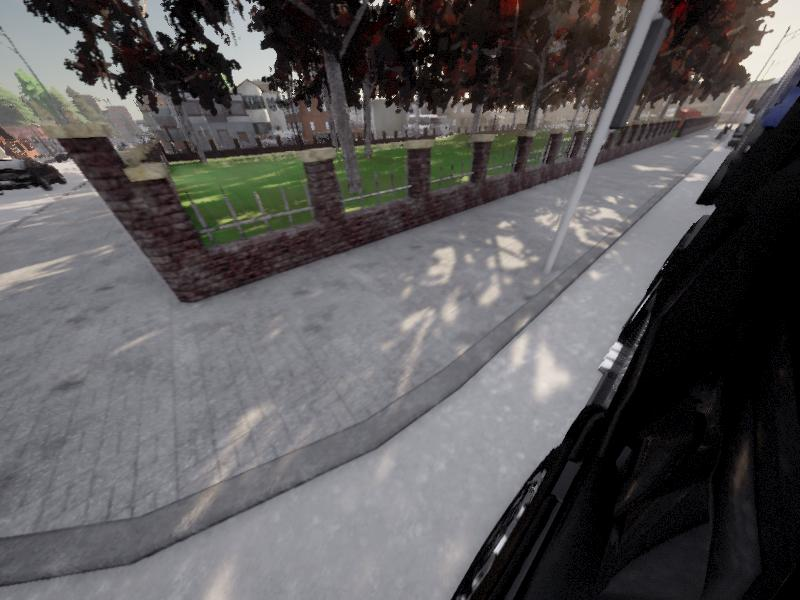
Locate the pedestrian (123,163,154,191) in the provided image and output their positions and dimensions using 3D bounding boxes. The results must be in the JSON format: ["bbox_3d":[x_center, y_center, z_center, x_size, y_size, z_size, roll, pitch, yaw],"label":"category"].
[{"bbox_3d":[-12.543,-5.915,11.107,0.500,1.100,0.500,-28,44,-30],"label":"pedestrian"}]

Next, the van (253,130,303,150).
[{"bbox_3d":[-19.834,-26.235,37.783,6.366,2.431,2.351,-28,44,-30],"label":"van"}]

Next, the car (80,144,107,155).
[{"bbox_3d":[-58.188,-28.652,43.959,2.163,1.488,4.792,-28,44,-30],"label":"car"}]

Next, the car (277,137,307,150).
[{"bbox_3d":[-16.666,-24.307,35.778,3.633,1.501,1.845,-29,44,-31],"label":"car"}]

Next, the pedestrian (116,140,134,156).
[{"bbox_3d":[-39.882,-22.015,33.551,0.751,1.860,0.751,-21,41,-23],"label":"pedestrian"}]

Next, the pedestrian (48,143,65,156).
[{"bbox_3d":[-59.104,-25.861,39.749,0.751,1.860,0.751,20,42,27],"label":"pedestrian"}]

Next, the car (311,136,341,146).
[{"bbox_3d":[-13.333,-28.942,41.981,4.718,1.301,1.895,-26,43,-28],"label":"car"}]

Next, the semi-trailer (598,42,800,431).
[{"bbox_3d":[8.697,-3.592,4.248,14.254,4.402,2.717,-28,44,-30],"label":"semi-trailer"}]

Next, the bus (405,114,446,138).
[{"bbox_3d":[5.788,-41.870,55.572,3.944,4.253,10.273,-18,42,-26],"label":"bus"}]

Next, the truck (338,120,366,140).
[{"bbox_3d":[-12.596,-44.182,60.200,2.891,3.827,8.468,-28,44,-30],"label":"truck"}]

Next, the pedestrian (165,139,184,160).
[{"bbox_3d":[-24.445,-16.311,25.039,0.751,1.860,0.751,-28,44,-30],"label":"pedestrian"}]

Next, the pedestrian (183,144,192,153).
[{"bbox_3d":[-32.065,-22.863,34.844,0.500,1.100,0.500,-14,38,-15],"label":"pedestrian"}]

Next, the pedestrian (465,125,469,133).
[{"bbox_3d":[20.162,-51.394,69.422,0.751,1.860,0.751,28,46,34],"label":"pedestrian"}]

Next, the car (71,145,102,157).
[{"bbox_3d":[-54.029,-25.799,39.913,2.163,1.488,4.792,-28,44,-30],"label":"car"}]

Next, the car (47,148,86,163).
[{"bbox_3d":[-45.257,-19.773,31.460,1.994,1.385,4.181,-28,44,-30],"label":"car"}]

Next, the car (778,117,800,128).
[{"bbox_3d":[69.376,-31.360,40.779,4.792,1.488,2.163,-28,44,-30],"label":"car"}]

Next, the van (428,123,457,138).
[{"bbox_3d":[9.591,-38.251,52.189,6.366,2.431,2.351,-26,43,-28],"label":"van"}]

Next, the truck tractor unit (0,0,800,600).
[{"bbox_3d":[2.645,-0.295,0.351,6.516,4.208,3.053,-28,44,-30],"label":"truck tractor unit"}]

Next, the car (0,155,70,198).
[{"bbox_3d":[-21.331,-7.097,13.031,1.882,1.535,5.008,-28,44,-30],"label":"car"}]

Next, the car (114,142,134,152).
[{"bbox_3d":[-57.271,-31.771,48.029,1.882,1.535,5.008,-28,44,-30],"label":"car"}]

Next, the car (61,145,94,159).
[{"bbox_3d":[-49.811,-22.953,35.767,1.851,1.617,3.988,-28,44,-30],"label":"car"}]

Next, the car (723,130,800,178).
[{"bbox_3d":[17.383,-6.970,10.804,5.357,1.411,2.033,-28,44,-30],"label":"car"}]

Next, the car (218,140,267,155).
[{"bbox_3d":[-22.096,-21.562,32.527,5.357,1.411,2.033,-27,43,-29],"label":"car"}]

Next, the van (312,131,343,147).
[{"bbox_3d":[-12.028,-26.895,38.594,4.442,1.987,1.775,-29,44,-31],"label":"van"}]

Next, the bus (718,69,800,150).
[{"bbox_3d":[29.879,-14.683,18.028,10.273,4.253,3.944,-28,44,-30],"label":"bus"}]

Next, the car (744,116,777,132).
[{"bbox_3d":[51.607,-25.274,33.139,5.238,1.638,1.930,-28,44,-30],"label":"car"}]
